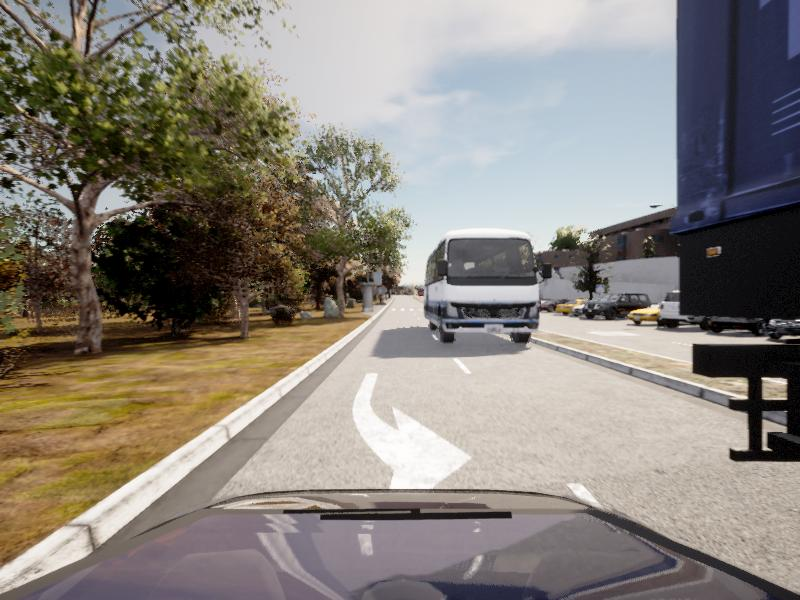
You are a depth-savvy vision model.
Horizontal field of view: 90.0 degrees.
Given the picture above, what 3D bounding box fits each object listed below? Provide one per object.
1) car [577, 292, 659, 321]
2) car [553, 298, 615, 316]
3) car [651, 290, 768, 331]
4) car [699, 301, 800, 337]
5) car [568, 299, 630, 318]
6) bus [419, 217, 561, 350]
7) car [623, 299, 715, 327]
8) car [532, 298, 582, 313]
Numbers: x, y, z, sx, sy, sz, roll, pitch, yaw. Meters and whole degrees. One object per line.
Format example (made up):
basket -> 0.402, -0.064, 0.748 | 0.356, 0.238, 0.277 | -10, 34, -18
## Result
car -> 16.812, 0.473, 30.831 | 5.566, 2.045, 2.435 | 1, 1, -20
car -> 17.010, 0.643, 36.926 | 5.366, 1.575, 1.946 | 1, 1, -20
car -> 16.858, 0.551, 21.850 | 5.566, 2.045, 2.435 | 1, 0, -20
car -> 16.853, 0.847, 18.853 | 4.792, 1.488, 2.163 | 1, 0, -20
car -> 16.841, 0.725, 33.853 | 4.674, 1.452, 2.002 | 1, 1, -20
bus -> 3.136, -0.547, 17.887 | 3.944, 4.253, 10.273 | 0, 0, 0
car -> 16.659, 0.775, 24.780 | 5.366, 1.575, 1.946 | 1, 1, -20
car -> 16.816, 0.585, 42.849 | 4.792, 1.488, 2.163 | 0, 1, -20
